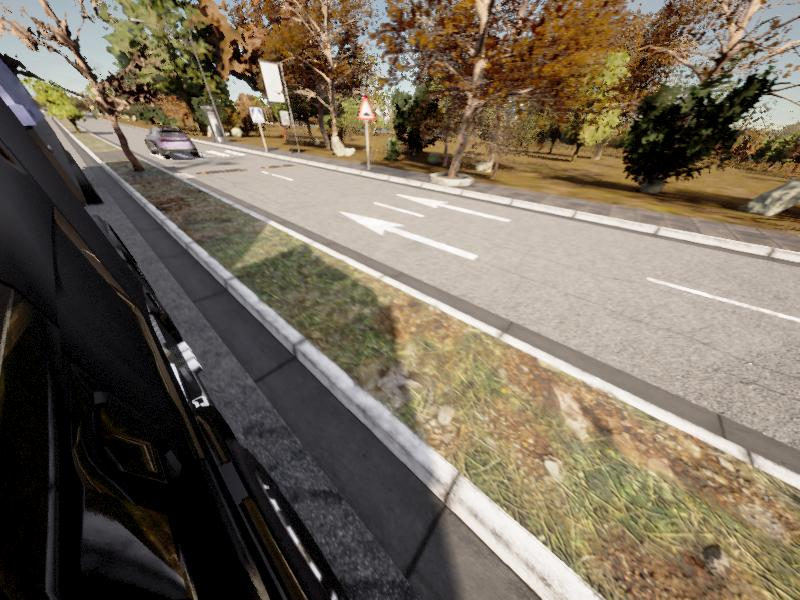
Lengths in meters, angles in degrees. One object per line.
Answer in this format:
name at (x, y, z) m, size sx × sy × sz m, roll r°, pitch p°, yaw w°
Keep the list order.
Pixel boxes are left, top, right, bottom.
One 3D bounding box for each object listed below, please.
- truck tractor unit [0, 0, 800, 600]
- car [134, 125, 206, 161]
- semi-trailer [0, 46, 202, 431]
truck tractor unit at (-2.645, -0.295, 0.351) m, size 6.516 × 4.208 × 3.053 m, roll 28°, pitch 44°, yaw 30°
car at (-15.421, -10.572, 15.439) m, size 4.856 × 1.649 × 2.033 m, roll 28°, pitch 44°, yaw 30°
semi-trailer at (-8.708, -3.589, 4.233) m, size 14.254 × 4.402 × 2.717 m, roll 28°, pitch 44°, yaw 30°
